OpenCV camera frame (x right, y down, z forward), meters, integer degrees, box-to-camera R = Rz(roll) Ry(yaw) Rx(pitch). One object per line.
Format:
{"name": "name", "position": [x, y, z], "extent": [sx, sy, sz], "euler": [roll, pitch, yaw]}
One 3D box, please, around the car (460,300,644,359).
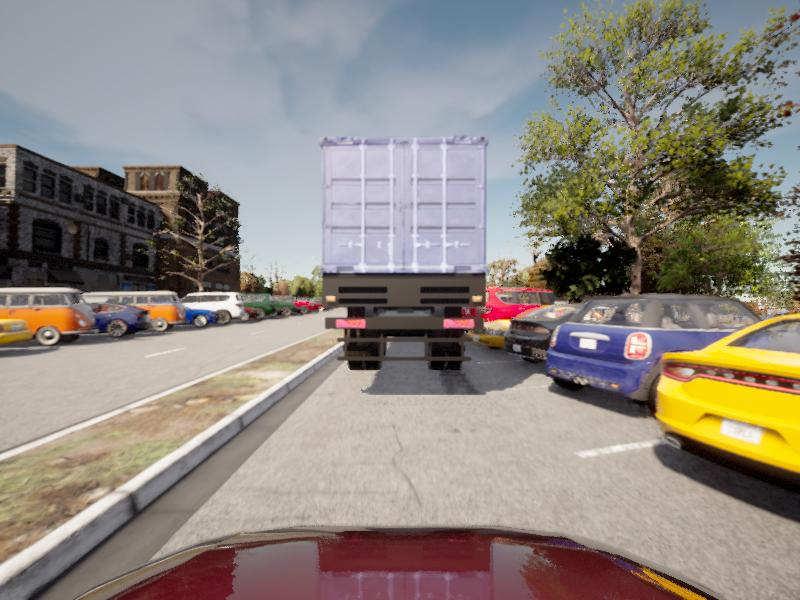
{"name": "car", "position": [4.767, 0.816, 12.557], "extent": [5.366, 1.575, 1.946], "euler": [1, 0, -19]}

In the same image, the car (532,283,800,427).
{"name": "car", "position": [4.813, 0.699, 6.675], "extent": [4.553, 1.767, 2.185], "euler": [1, 0, -19]}

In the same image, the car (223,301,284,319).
{"name": "car", "position": [-12.678, 0.830, 34.843], "extent": [4.792, 1.488, 2.163], "euler": [-1, 0, -19]}

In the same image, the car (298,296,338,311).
{"name": "car", "position": [-12.051, 0.530, 58.897], "extent": [5.566, 2.045, 2.435], "euler": [-1, 0, -18]}

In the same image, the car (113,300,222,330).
{"name": "car", "position": [-13.022, 0.805, 22.814], "extent": [5.008, 1.535, 2.097], "euler": [-1, 0, -19]}

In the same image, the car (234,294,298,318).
{"name": "car", "position": [-12.606, 0.548, 37.850], "extent": [5.566, 2.045, 2.435], "euler": [-1, 0, -18]}

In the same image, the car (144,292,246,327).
{"name": "car", "position": [-12.968, 0.553, 25.805], "extent": [5.566, 2.045, 2.435], "euler": [-1, 0, -19]}

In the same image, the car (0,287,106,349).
{"name": "car", "position": [-13.136, 0.580, 13.825], "extent": [4.442, 1.987, 1.878], "euler": [-1, 0, -19]}

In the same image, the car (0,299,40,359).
{"name": "car", "position": [-13.481, 0.808, 10.706], "extent": [5.366, 1.575, 1.946], "euler": [-1, 0, -19]}

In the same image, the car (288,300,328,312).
{"name": "car", "position": [-12.209, 0.794, 52.873], "extent": [5.008, 1.535, 2.097], "euler": [-1, 0, -18]}

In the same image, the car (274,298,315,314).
{"name": "car", "position": [-12.352, 0.671, 46.857], "extent": [4.553, 1.767, 2.185], "euler": [-1, 0, -18]}

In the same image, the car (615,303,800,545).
{"name": "car", "position": [4.801, 0.827, 3.719], "extent": [5.008, 1.535, 2.097], "euler": [1, 0, -19]}

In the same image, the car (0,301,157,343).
{"name": "car", "position": [-13.198, 0.837, 16.784], "extent": [4.792, 1.488, 2.163], "euler": [-1, 0, -19]}

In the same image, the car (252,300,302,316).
{"name": "car", "position": [-12.521, 0.828, 40.853], "extent": [4.792, 1.488, 2.163], "euler": [-1, 0, -18]}

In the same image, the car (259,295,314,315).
{"name": "car", "position": [-12.446, 0.546, 43.862], "extent": [5.566, 2.045, 2.435], "euler": [-1, 0, -18]}

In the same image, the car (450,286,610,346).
{"name": "car", "position": [5.034, 0.568, 15.604], "extent": [5.566, 2.045, 2.435], "euler": [1, 0, -19]}

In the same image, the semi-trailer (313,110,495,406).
{"name": "semi-trailer", "position": [0.173, -0.626, 13.101], "extent": [2.717, 4.402, 14.254], "euler": [0, 0, 1]}

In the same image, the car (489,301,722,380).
{"name": "car", "position": [4.879, 0.824, 9.652], "extent": [4.892, 1.521, 2.231], "euler": [1, 0, -19]}

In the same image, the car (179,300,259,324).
{"name": "car", "position": [-12.865, 0.803, 28.823], "extent": [5.008, 1.535, 2.097], "euler": [-1, 0, -19]}

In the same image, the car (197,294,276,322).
{"name": "car", "position": [-12.812, 0.551, 31.812], "extent": [5.566, 2.045, 2.435], "euler": [-1, 0, -19]}

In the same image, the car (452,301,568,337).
{"name": "car", "position": [5.051, 0.847, 18.554], "extent": [4.792, 1.488, 2.163], "euler": [1, 0, -19]}

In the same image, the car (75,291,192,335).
{"name": "car", "position": [-12.990, 0.579, 19.849], "extent": [4.442, 1.987, 1.878], "euler": [-1, 0, -19]}

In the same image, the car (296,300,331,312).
{"name": "car", "position": [-12.114, 0.830, 55.897], "extent": [4.674, 1.452, 2.002], "euler": [-1, 0, -18]}

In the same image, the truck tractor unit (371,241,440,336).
{"name": "truck tractor unit", "position": [0.317, -0.536, 21.017], "extent": [3.053, 4.208, 6.516], "euler": [0, 0, 1]}

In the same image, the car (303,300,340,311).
{"name": "car", "position": [-12.109, 0.764, 61.875], "extent": [5.366, 1.575, 1.946], "euler": [-1, 1, -18]}
